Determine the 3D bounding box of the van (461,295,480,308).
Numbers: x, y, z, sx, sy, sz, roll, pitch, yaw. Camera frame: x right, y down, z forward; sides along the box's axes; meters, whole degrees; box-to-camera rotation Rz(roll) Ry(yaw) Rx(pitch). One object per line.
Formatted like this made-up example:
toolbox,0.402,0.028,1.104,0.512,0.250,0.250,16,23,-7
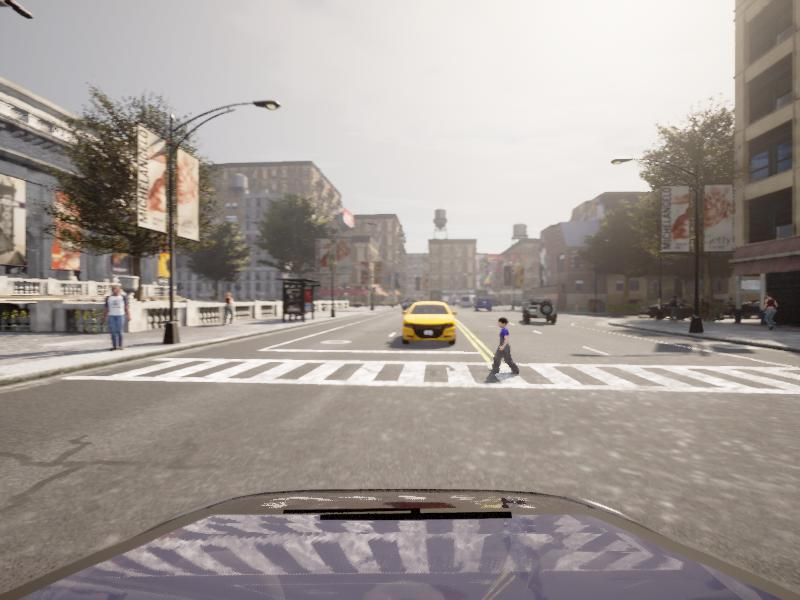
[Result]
van,14.232,0.310,80.537,1.988,2.561,5.915,0,0,30

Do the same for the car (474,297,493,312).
car,12.088,0.578,58.509,2.150,2.045,5.566,0,0,6

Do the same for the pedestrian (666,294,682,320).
pedestrian,19.717,0.513,28.827,0.751,1.860,0.751,0,0,-38

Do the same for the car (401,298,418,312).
car,1.360,0.646,55.501,1.932,1.855,4.605,0,0,6

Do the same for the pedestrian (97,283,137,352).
pedestrian,-7.949,0.470,11.264,0.751,1.860,0.751,0,0,-21

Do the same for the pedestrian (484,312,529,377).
pedestrian,2.247,0.919,8.521,0.751,1.300,0.751,0,0,0

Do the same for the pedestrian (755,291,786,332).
pedestrian,17.230,0.510,18.635,0.751,1.860,0.751,0,0,4

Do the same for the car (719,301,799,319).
car,31.471,0.882,35.189,4.902,1.511,2.128,0,0,5

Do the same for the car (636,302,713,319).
car,24.537,0.929,35.893,5.357,1.411,2.033,0,0,5

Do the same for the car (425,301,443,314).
car,4.085,0.827,47.359,2.007,1.525,4.514,0,0,6

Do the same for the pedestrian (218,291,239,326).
pedestrian,-9.499,0.465,22.191,0.751,1.860,0.751,0,0,13

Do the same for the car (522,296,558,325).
car,9.691,0.664,27.930,1.932,1.855,4.605,0,0,14

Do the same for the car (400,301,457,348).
car,1.174,0.822,15.855,1.882,1.535,5.008,0,0,5
